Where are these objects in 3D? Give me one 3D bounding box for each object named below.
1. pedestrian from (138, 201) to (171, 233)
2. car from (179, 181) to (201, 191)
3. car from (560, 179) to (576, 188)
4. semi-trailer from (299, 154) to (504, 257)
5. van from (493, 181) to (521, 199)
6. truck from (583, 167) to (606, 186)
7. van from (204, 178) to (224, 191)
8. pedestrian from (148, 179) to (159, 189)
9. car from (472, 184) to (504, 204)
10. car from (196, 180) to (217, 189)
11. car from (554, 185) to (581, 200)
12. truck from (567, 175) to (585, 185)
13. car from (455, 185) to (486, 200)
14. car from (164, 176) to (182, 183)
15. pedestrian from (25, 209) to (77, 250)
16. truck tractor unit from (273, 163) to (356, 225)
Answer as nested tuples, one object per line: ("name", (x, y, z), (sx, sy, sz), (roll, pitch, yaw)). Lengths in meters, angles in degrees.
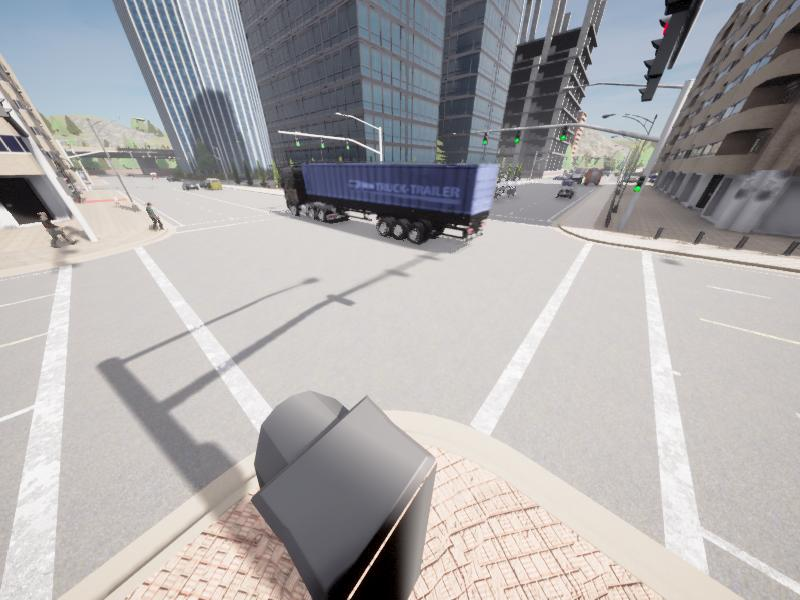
("pedestrian", (-16.307, -5.519, 15.351), (0.751, 1.860, 0.751), (20, 36, 31))
("car", (-41.182, -22.370, 45.225), (4.514, 1.525, 2.007), (23, 37, 34))
("car", (37.770, -26.278, 51.873), (1.882, 1.535, 5.008), (23, 37, 34))
("semi-trailer", (-1.276, -6.868, 15.416), (14.254, 4.402, 2.717), (23, 37, 34))
("van", (15.712, -16.227, 33.959), (2.069, 2.038, 4.480), (23, 37, 34))
("truck", (49.128, -31.324, 58.324), (2.891, 3.827, 8.468), (22, 37, 33))
("van", (-36.670, -22.748, 45.421), (4.442, 1.987, 1.775), (26, 39, 37))
("pedestrian", (-50.695, -23.954, 47.586), (0.751, 1.860, 0.751), (15, 33, 24))
("car", (11.313, -13.571, 29.522), (1.932, 1.855, 4.605), (23, 37, 34))
("car", (-41.206, -24.667, 49.204), (4.514, 1.525, 2.007), (23, 37, 34))
("car", (24.272, -15.616, 33.461), (2.163, 1.488, 4.792), (23, 37, 34))
("truck", (45.634, -31.207, 59.848), (2.390, 2.098, 6.274), (22, 37, 33))
("car", (10.100, -15.400, 33.058), (2.128, 1.511, 4.902), (23, 37, 34))
("car", (-67.105, -35.730, 68.251), (5.238, 1.638, 1.930), (17, 34, 26))
("pedestrian", (-18.027, -3.654, 12.010), (0.751, 1.860, 0.751), (23, 37, 34))
("truck tractor unit", (-7.334, -9.334, 19.876), (6.516, 4.208, 3.053), (23, 37, 34))
